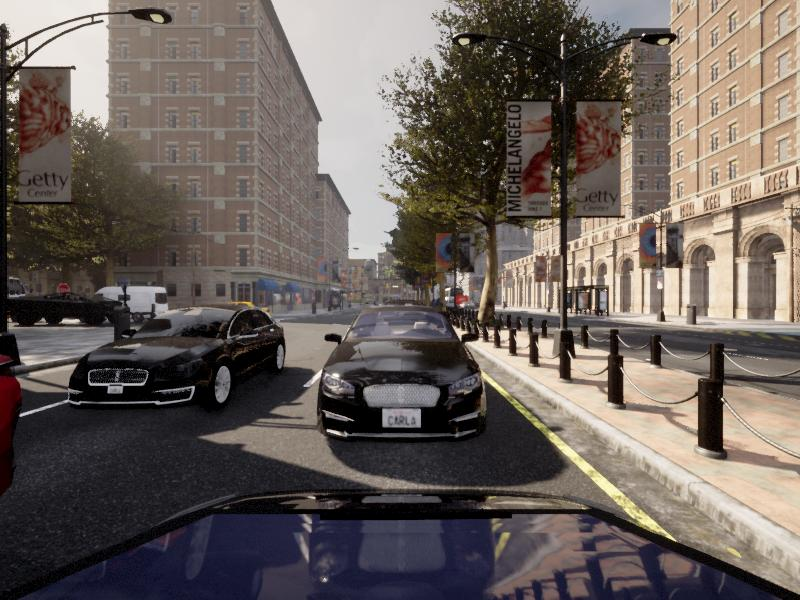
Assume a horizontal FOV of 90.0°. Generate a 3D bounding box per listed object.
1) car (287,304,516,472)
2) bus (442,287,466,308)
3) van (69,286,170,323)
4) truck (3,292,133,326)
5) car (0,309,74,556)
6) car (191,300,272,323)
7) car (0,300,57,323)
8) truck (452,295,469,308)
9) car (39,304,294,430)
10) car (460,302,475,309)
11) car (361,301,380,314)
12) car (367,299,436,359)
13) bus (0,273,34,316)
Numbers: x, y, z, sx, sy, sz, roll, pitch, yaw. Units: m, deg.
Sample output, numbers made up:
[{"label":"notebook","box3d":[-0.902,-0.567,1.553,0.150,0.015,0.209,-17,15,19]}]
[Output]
[{"label":"car","box3d":[0.023,0.836,6.166,2.128,1.511,4.902,0,0,0]},{"label":"bus","box3d":[11.676,-0.538,88.180,3.944,4.253,10.273,0,0,0]},{"label":"van","box3d":[-20.213,0.322,29.025,5.915,2.561,1.988,0,0,-2]},{"label":"truck","box3d":[-20.892,0.542,25.433,6.274,2.098,2.390,0,0,-1]},{"label":"car","box3d":[-3.495,0.828,0.791,2.007,1.525,4.514,0,0,0]},{"label":"car","box3d":[-12.341,0.801,29.645,5.366,1.575,1.801,0,0,-19]},{"label":"car","box3d":[-28.277,0.801,28.894,5.366,1.575,1.801,0,0,-1]},{"label":"truck","box3d":[11.763,0.355,78.047,2.627,2.467,5.204,0,0,0]},{"label":"car","box3d":[-3.503,0.845,7.333,1.837,1.490,4.892,0,0,0]},{"label":"car","box3d":[11.736,0.942,70.013,1.895,1.301,4.718,0,0,0]},{"label":"car","box3d":[-3.346,0.825,45.691,1.845,1.501,3.633,0,0,0]},{"label":"car","box3d":[0.043,0.788,12.806,1.851,1.617,3.988,0,0,0]},{"label":"bus","box3d":[-41.507,-0.536,38.062,3.944,4.253,10.273,0,0,0]}]
